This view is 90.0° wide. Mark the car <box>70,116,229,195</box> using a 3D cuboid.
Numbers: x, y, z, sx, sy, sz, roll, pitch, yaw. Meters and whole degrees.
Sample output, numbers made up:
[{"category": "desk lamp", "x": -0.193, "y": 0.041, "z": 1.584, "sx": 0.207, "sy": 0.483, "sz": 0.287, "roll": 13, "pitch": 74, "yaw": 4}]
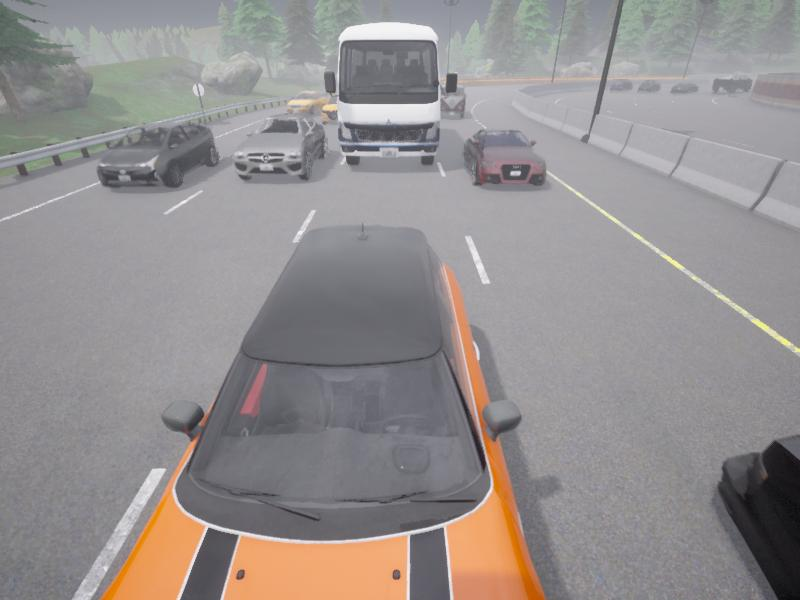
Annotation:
[{"category": "car", "x": -7.344, "y": -4.641, "z": 12.459, "sx": 2.007, "sy": 1.525, "sz": 4.514, "roll": 0, "pitch": 30, "yaw": 0}]

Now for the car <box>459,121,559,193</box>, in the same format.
[{"category": "car", "x": 3.156, "y": -4.615, "z": 12.565, "sx": 1.994, "sy": 1.385, "sz": 4.181, "roll": 0, "pitch": 30, "yaw": 0}]

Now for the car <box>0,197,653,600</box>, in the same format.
[{"category": "car", "x": -0.352, "y": 0.757, "z": 2.973, "sx": 2.097, "sy": 1.767, "sz": 4.553, "roll": 0, "pitch": 30, "yaw": 0}]

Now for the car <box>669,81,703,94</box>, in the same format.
[{"category": "car", "x": 36.816, "y": -27.368, "z": 51.502, "sx": 4.181, "sy": 1.385, "sz": 1.994, "roll": -22, "pitch": 37, "yaw": -32}]

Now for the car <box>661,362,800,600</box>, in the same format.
[{"category": "car", "x": 3.147, "y": 2.357, "z": 0.600, "sx": 2.033, "sy": 1.411, "sz": 5.357, "roll": 0, "pitch": 30, "yaw": 0}]

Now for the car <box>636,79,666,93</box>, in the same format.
[{"category": "car", "x": 33.136, "y": -28.250, "z": 52.857, "sx": 3.633, "sy": 1.501, "sz": 1.845, "roll": -23, "pitch": 37, "yaw": -34}]

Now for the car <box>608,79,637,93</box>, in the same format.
[{"category": "car", "x": 30.474, "y": -29.378, "z": 54.770, "sx": 3.705, "sy": 1.549, "sz": 1.789, "roll": -24, "pitch": 38, "yaw": -34}]

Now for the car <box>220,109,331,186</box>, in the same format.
[{"category": "car", "x": -3.841, "y": -5.319, "z": 13.524, "sx": 2.152, "sy": 1.651, "sz": 5.027, "roll": 0, "pitch": 30, "yaw": 0}]

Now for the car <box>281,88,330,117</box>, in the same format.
[{"category": "car", "x": -6.862, "y": -14.729, "z": 29.680, "sx": 1.801, "sy": 1.575, "sz": 5.366, "roll": 3, "pitch": 31, "yaw": 6}]

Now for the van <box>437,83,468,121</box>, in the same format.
[{"category": "van", "x": 3.470, "y": -13.586, "z": 27.320, "sx": 1.775, "sy": 1.987, "sz": 4.442, "roll": 2, "pitch": 30, "yaw": 3}]

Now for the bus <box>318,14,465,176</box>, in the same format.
[{"category": "bus", "x": -0.220, "y": -8.417, "z": 16.219, "sx": 3.944, "sy": 4.253, "sz": 10.273, "roll": 0, "pitch": 30, "yaw": 0}]

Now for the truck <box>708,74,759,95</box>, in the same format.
[{"category": "truck", "x": 42.638, "y": -27.634, "z": 51.152, "sx": 6.274, "sy": 2.098, "sz": 2.390, "roll": -19, "pitch": 35, "yaw": -28}]

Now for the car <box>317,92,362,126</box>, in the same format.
[{"category": "car", "x": -3.712, "y": -12.254, "z": 25.484, "sx": 1.882, "sy": 1.535, "sz": 5.008, "roll": 1, "pitch": 30, "yaw": 2}]

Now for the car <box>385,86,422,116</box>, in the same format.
[{"category": "car", "x": 0.319, "y": -15.071, "z": 30.179, "sx": 2.242, "sy": 1.667, "sz": 4.611, "roll": 3, "pitch": 30, "yaw": 6}]
